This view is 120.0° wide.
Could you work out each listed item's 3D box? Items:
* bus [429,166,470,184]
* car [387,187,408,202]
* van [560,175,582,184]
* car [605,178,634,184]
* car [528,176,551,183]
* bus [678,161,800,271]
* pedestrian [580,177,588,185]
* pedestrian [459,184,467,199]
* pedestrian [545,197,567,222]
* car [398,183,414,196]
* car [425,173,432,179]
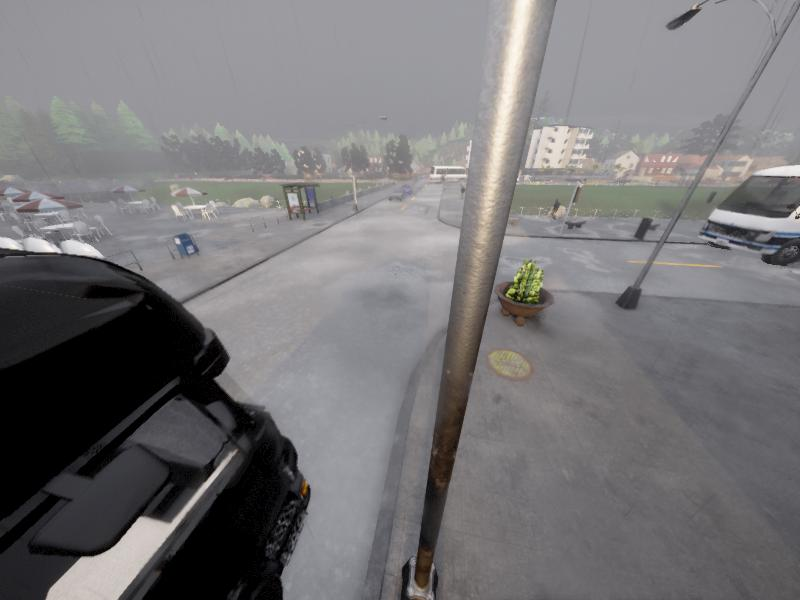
[{"bbox_3d":[13.978,-35.669,65.732,10.273,4.253,3.944,-6,31,-10],"label":"bus"},{"bbox_3d":[-0.263,-14.968,32.743,2.033,1.411,5.357,5,30,9],"label":"car"},{"bbox_3d":[48.073,-33.934,64.999,4.442,1.987,1.775,5,30,9],"label":"van"},{"bbox_3d":[60.032,-32.627,63.314,5.357,1.411,2.033,5,30,9],"label":"car"},{"bbox_3d":[39.982,-34.498,66.325,5.238,1.638,1.930,5,30,9],"label":"car"},{"bbox_3d":[21.683,-3.841,10.622,10.273,4.253,3.944,5,30,8],"label":"bus"},{"bbox_3d":[45.657,-29.512,57.211,0.751,1.860,0.751,5,30,9],"label":"pedestrian"},{"bbox_3d":[8.786,-15.129,32.299,0.751,1.860,0.751,8,31,14],"label":"pedestrian"},{"bbox_3d":[12.858,-7.505,19.122,0.751,1.860,0.751,1,30,1],"label":"pedestrian"},{"bbox_3d":[1.083,-18.878,39.384,2.007,1.525,4.514,5,30,9],"label":"car"},{"bbox_3d":[11.106,-47.546,88.525,2.150,2.045,5.566,5,30,9],"label":"car"}]
